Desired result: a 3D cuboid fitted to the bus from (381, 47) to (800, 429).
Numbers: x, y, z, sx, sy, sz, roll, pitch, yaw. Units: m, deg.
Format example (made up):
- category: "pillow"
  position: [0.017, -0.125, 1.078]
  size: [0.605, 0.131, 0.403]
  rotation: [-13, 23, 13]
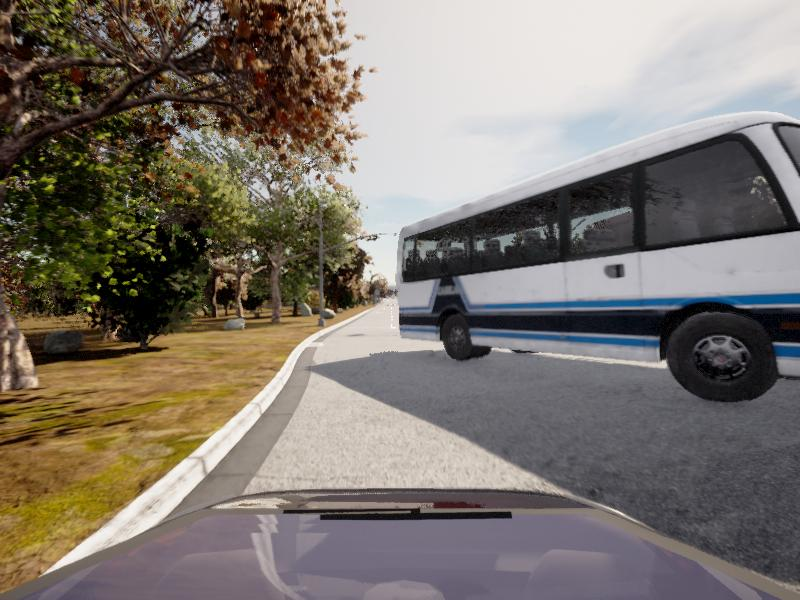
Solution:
- category: "bus"
  position: [3.858, -0.609, 9.344]
  size: [3.944, 4.253, 10.273]
  rotation: [-4, 0, -31]
